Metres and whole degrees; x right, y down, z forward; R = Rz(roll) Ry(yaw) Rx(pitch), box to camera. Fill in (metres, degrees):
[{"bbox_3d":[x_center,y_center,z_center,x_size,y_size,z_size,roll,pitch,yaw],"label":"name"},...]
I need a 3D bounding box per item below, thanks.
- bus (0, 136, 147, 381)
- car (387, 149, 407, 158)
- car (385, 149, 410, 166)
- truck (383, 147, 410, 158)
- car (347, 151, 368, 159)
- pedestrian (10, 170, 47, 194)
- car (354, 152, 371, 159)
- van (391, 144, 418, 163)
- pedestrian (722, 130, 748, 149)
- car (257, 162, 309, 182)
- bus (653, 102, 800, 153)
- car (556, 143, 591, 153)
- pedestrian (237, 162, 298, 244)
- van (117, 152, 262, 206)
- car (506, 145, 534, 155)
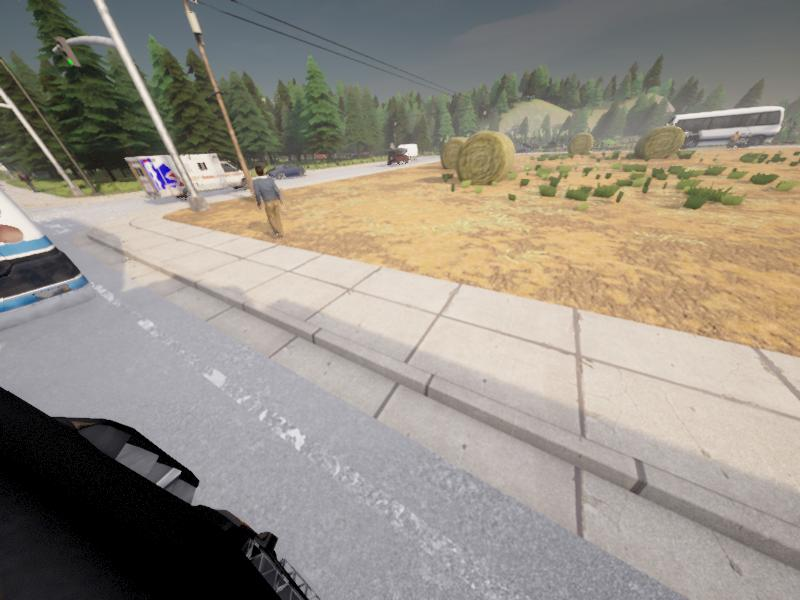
[{"bbox_3d":[-10.049,-1.818,3.729,10.273,4.253,3.944,17,38,25],"label":"bus"},{"bbox_3d":[-0.786,-38.291,60.399,4.856,1.649,2.033,18,39,29],"label":"car"},{"bbox_3d":[-0.297,-20.625,33.505,1.905,1.878,3.866,16,38,27],"label":"car"},{"bbox_3d":[-0.954,-36.200,56.843,6.274,2.098,2.390,19,39,29],"label":"truck"},{"bbox_3d":[-11.622,-39.502,63.129,5.238,1.638,1.930,17,39,28],"label":"car"},{"bbox_3d":[-33.258,-10.572,20.692,0.751,1.860,0.751,7,35,15],"label":"pedestrian"},{"bbox_3d":[-10.823,-41.450,66.187,4.674,1.442,1.812,17,38,28],"label":"car"},{"bbox_3d":[0.983,-25.872,40.744,1.988,2.561,5.915,16,38,27],"label":"van"},{"bbox_3d":[39.895,-19.104,27.540,0.751,1.860,0.751,6,35,14],"label":"pedestrian"},{"bbox_3d":[-11.787,-13.175,23.669,1.994,1.385,4.181,16,38,27],"label":"car"},{"bbox_3d":[42.346,-22.671,30.903,10.273,4.253,3.944,17,38,30],"label":"bus"},{"bbox_3d":[31.294,-27.495,41.761,4.718,1.301,1.895,18,39,29],"label":"car"},{"bbox_3d":[-3.497,-2.593,6.188,0.751,1.860,0.751,-24,39,-28],"label":"pedestrian"},{"bbox_3d":[-13.426,-8.332,15.527,2.351,2.431,6.366,16,38,27],"label":"van"},{"bbox_3d":[22.401,-28.174,43.357,4.193,1.474,1.816,18,39,29],"label":"car"}]
